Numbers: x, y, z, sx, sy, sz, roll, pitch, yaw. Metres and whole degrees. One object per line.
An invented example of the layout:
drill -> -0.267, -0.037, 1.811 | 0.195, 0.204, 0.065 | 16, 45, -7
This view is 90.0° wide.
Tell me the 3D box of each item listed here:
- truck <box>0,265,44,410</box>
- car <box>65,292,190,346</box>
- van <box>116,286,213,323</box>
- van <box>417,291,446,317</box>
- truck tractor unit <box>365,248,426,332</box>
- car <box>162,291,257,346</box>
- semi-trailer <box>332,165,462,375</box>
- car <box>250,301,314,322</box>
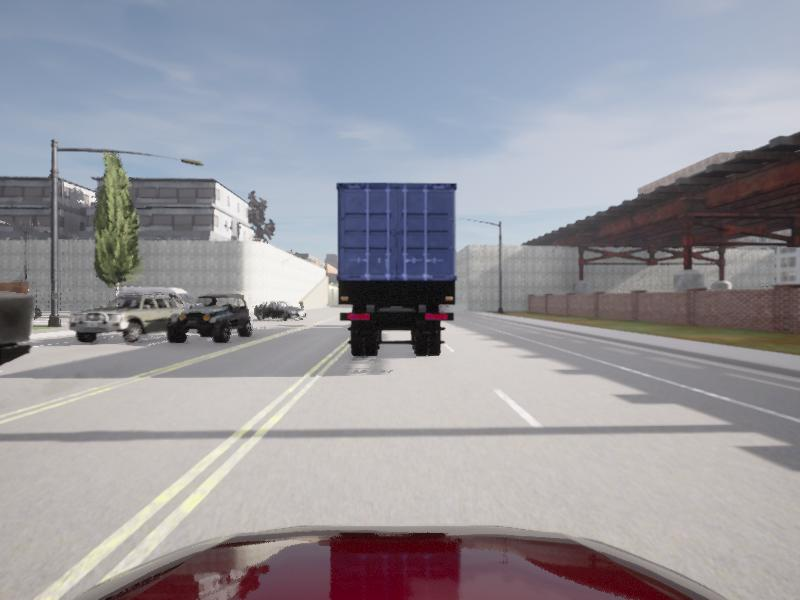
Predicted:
truck -> -6.994, 0.544, 3.403 | 2.390, 2.098, 6.274 | 0, 0, 0
car -> -10.598, 0.654, 16.096 | 1.932, 1.855, 4.605 | 0, 0, 0
van -> -17.147, 0.323, 29.292 | 5.915, 2.561, 1.988 | 0, 0, 0
van -> 3.031, 0.375, 40.078 | 2.351, 2.431, 6.366 | 0, 0, -1
truck tractor unit -> -0.268, -0.522, 23.432 | 3.053, 4.208, 6.516 | 0, 0, -1
car -> -7.205, 0.647, 15.608 | 1.905, 1.878, 3.866 | 0, 0, -1
semi-trailer -> -0.157, -0.620, 15.515 | 2.717, 4.402, 14.254 | 0, 0, -1
car -> -9.150, 0.835, 30.796 | 4.902, 1.511, 2.128 | 0, 0, 36
